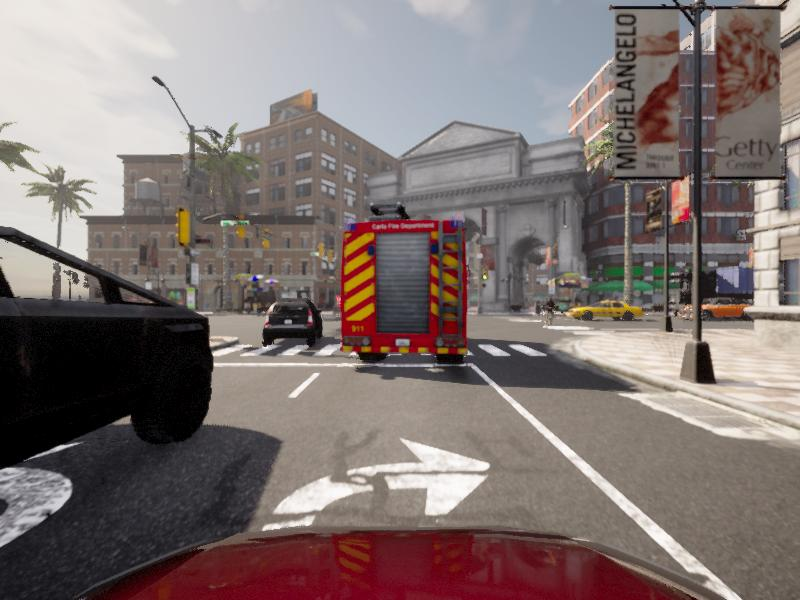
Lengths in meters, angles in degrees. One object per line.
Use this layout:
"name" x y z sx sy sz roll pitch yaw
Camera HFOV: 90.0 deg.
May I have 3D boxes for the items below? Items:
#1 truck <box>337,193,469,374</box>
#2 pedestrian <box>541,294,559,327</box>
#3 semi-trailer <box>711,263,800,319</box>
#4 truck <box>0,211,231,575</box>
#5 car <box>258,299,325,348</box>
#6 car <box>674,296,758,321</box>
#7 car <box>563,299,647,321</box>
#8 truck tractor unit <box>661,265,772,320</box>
"truck" 0.672 -0.352 12.862 2.891 3.827 8.468 0 0 9
"pedestrian" 8.663 0.585 23.086 0.751 1.860 0.751 0 0 -1
"semi-trailer" 33.586 -0.691 32.610 14.254 4.402 2.717 0 0 1
"truck" -3.504 0.536 2.346 2.390 2.098 6.274 0 0 0
"car" -3.902 0.755 15.066 1.851 1.617 3.988 0 0 -7
"car" 23.368 0.628 29.682 4.553 1.767 2.097 0 0 0
"car" 15.175 0.733 29.771 5.366 1.575 1.801 0 0 0
"truck tractor unit" 25.676 -0.595 32.759 6.516 4.208 3.053 0 0 3
